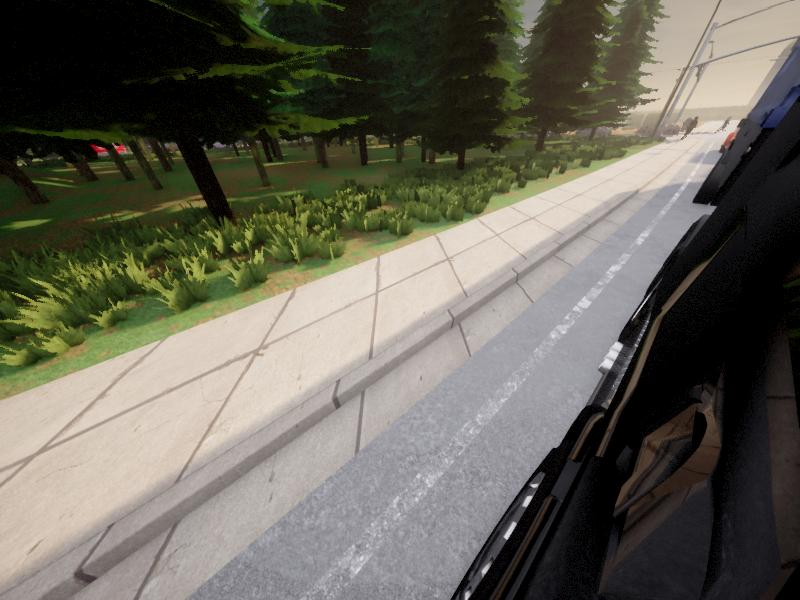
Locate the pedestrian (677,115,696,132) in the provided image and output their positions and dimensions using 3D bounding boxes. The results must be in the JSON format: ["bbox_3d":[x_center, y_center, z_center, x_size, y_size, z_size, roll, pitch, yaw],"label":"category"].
[{"bbox_3d":[40.182,-24.760,32.400,0.751,1.860,0.751,17,41,24],"label":"pedestrian"}]

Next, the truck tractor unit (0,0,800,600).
[{"bbox_3d":[2.645,-0.295,0.351,6.516,4.208,3.053,-28,44,-30],"label":"truck tractor unit"}]

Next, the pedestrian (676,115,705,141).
[{"bbox_3d":[26.525,-15.693,21.121,0.751,1.860,0.751,-18,39,-20],"label":"pedestrian"}]

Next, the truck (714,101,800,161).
[{"bbox_3d":[21.373,-9.909,13.490,5.204,2.467,2.627,-30,44,-31],"label":"truck"}]

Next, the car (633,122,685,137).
[{"bbox_3d":[33.562,-22.155,30.074,1.994,1.385,4.181,-30,45,-32],"label":"car"}]

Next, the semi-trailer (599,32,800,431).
[{"bbox_3d":[8.644,-3.642,4.280,14.254,4.402,2.717,-29,44,-30],"label":"semi-trailer"}]

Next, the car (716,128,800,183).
[{"bbox_3d":[15.881,-6.349,9.895,4.902,1.511,2.128,-29,44,-30],"label":"car"}]

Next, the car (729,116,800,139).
[{"bbox_3d":[36.851,-17.296,23.096,2.242,1.667,4.611,9,38,15],"label":"car"}]

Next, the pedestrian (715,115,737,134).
[{"bbox_3d":[40.423,-21.800,28.682,0.751,1.860,0.751,24,44,31],"label":"pedestrian"}]
